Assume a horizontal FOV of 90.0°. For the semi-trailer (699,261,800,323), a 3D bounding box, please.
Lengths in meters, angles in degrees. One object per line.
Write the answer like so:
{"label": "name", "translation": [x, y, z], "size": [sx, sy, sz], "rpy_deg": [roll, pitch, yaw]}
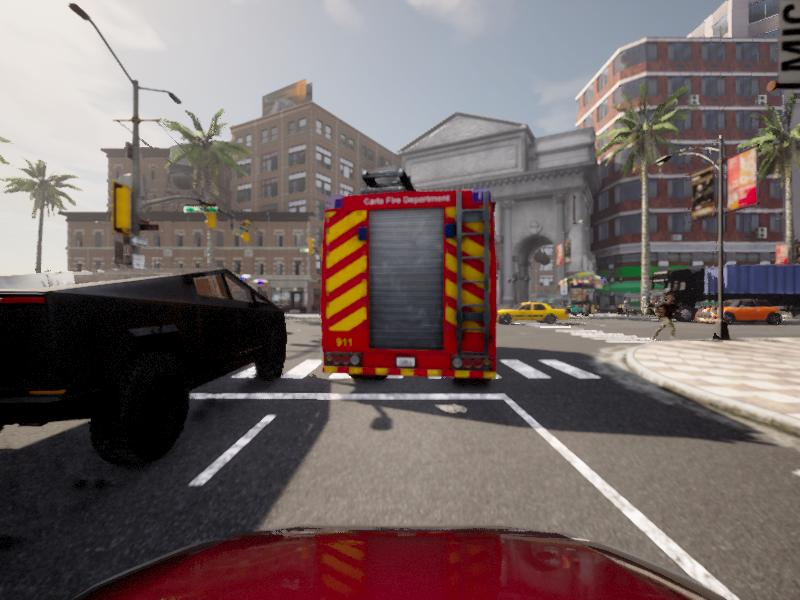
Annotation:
{"label": "semi-trailer", "translation": [30.422, -0.573, 29.712], "size": [14.254, 4.402, 2.717], "rpy_deg": [0, 0, 1]}

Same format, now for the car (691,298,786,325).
{"label": "car", "translation": [22.440, 0.733, 26.697], "size": [4.553, 1.767, 2.097], "rpy_deg": [0, 0, 0]}

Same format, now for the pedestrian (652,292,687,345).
{"label": "pedestrian", "translation": [9.780, 0.654, 14.544], "size": [0.751, 1.860, 0.751], "rpy_deg": [0, 0, -19]}

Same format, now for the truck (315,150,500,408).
{"label": "truck", "translation": [0.818, -0.305, 10.365], "size": [2.891, 3.827, 8.468], "rpy_deg": [0, 0, 10]}

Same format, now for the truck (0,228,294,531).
{"label": "truck", "translation": [-3.544, 0.551, 5.898], "size": [2.390, 2.098, 6.274], "rpy_deg": [0, 0, -1]}

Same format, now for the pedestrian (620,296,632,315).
{"label": "pedestrian", "translation": [22.082, 0.543, 39.077], "size": [0.751, 1.860, 0.751], "rpy_deg": [0, 0, -1]}

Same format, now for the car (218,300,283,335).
{"label": "car", "translation": [-7.783, 0.819, 20.635], "size": [1.851, 1.617, 3.988], "rpy_deg": [0, 0, -41]}

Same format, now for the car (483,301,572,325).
{"label": "car", "translation": [8.413, 0.840, 26.774], "size": [5.366, 1.575, 1.801], "rpy_deg": [0, 0, 0]}

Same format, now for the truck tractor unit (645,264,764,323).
{"label": "truck tractor unit", "translation": [22.513, -0.475, 29.919], "size": [6.516, 4.208, 3.053], "rpy_deg": [0, 0, 3]}
